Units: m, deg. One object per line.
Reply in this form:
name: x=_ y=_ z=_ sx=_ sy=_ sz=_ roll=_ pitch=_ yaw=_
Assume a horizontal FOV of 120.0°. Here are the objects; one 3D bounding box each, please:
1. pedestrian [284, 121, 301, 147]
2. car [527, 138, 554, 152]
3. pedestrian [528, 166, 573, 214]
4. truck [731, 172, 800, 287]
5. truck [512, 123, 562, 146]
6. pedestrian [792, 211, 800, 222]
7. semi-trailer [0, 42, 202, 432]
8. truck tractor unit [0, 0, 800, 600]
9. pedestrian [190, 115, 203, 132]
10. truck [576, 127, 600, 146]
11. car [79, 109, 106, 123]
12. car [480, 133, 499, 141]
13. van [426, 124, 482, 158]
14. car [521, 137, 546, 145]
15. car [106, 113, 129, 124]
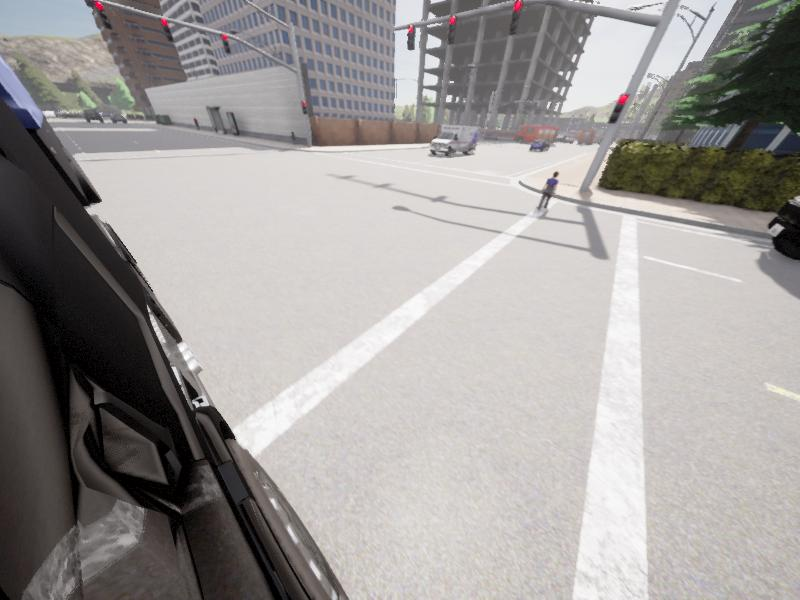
pedestrian: x=-9.732 y=-15.029 z=20.969 sx=0.751 sy=1.860 sz=0.751 roll=27 pitch=43 yaw=28
car: x=20.910 y=-22.982 z=34.280 sx=2.007 sy=1.525 sz=4.514 roll=30 pitch=44 yaw=31
pedestrian: x=5.088 y=-3.754 z=7.858 sx=0.751 sy=1.300 sz=0.751 roll=28 pitch=44 yaw=30
truck: x=10.637 y=-0.525 z=3.324 sx=6.274 sy=2.098 sz=2.390 roll=28 pitch=44 yaw=30
truck: x=30.635 y=-37.359 z=52.043 sx=8.468 sy=3.827 sz=2.891 roll=28 pitch=44 yaw=29
pedestrian: x=13.793 y=-3.063 z=7.266 sx=0.751 sy=1.300 sz=0.751 roll=28 pitch=44 yaw=30
semi-trailer: x=-8.693 y=-3.633 z=4.197 sx=14.254 sy=4.402 sz=2.717 roll=28 pitch=44 yaw=29
truck tractor unit: x=-2.645 y=-0.295 z=0.351 sx=6.516 sy=4.208 sz=3.053 roll=28 pitch=44 yaw=30
pedestrian: x=-29.933 y=-25.966 z=34.007 sx=0.751 sy=1.860 sz=0.751 roll=31 pitch=45 yaw=32
truck: x=52.750 y=-45.815 z=64.760 sx=2.891 sy=3.827 sz=8.468 roll=28 pitch=44 yaw=29
car: x=-61.371 y=-36.658 z=46.076 sx=5.566 sy=2.045 sz=2.150 roll=28 pitch=44 yaw=29
car: x=23.518 y=-42.923 z=60.807 sx=3.988 sy=1.617 sz=1.851 roll=29 pitch=44 yaw=30
van: x=5.555 y=-16.034 z=23.279 sx=2.351 sy=2.431 sz=6.366 roll=28 pitch=44 yaw=29
car: x=32.066 y=-38.291 z=55.469 sx=4.718 sy=1.301 sz=1.895 roll=28 pitch=44 yaw=29
car: x=-59.076 y=-38.009 z=48.356 sx=4.856 sy=1.649 sz=2.033 roll=28 pitch=44 yaw=30
